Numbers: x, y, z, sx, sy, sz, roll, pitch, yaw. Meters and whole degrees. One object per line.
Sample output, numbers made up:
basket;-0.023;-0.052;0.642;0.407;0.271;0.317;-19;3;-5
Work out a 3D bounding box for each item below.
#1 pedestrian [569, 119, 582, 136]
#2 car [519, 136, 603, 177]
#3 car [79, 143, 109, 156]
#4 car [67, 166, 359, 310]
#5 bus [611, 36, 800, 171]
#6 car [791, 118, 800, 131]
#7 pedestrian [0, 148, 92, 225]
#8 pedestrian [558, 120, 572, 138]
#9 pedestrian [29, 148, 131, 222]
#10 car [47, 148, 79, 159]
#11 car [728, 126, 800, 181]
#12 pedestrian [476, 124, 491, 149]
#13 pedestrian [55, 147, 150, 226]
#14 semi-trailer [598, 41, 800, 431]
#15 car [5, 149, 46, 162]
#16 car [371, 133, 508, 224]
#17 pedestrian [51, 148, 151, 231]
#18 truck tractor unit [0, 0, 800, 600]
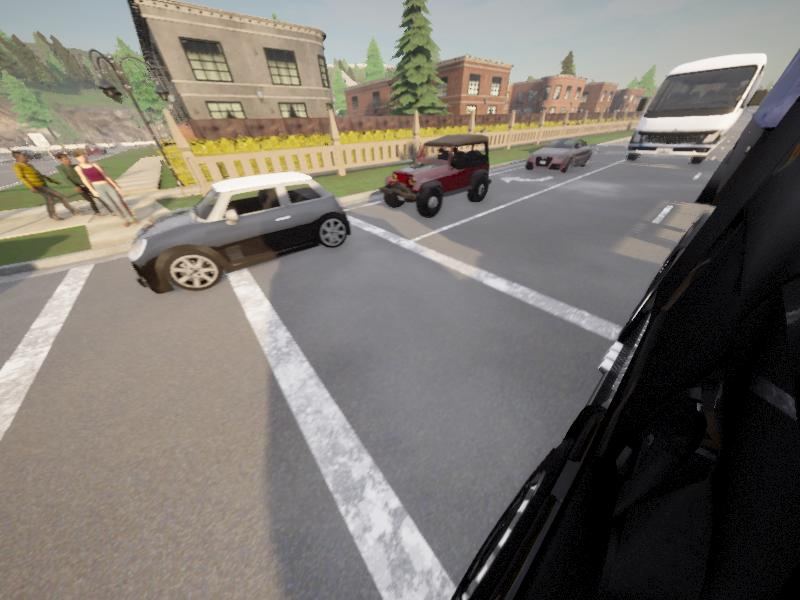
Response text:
pedestrian;25.096;-24.598;32.987;0.751;1.860;0.751;-29;44;-31
car;8.569;-7.745;12.280;4.181;1.385;1.994;-28;44;-30
car;-55.596;-27.453;42.109;2.097;1.767;4.553;-28;43;-29
car;-3.114;-1.631;4.773;3.806;1.475;1.970;-27;43;-29
bus;17.270;-10.721;13.304;10.273;4.253;3.944;-28;44;-30
car;49.205;-21.197;27.590;3.806;1.475;1.970;-28;44;-30
pedestrian;-10.550;-3.330;6.810;0.751;1.860;0.751;-21;41;-22
pedestrian;21.309;-22.081;29.871;0.751;1.860;0.751;-28;44;-30
pedestrian;-9.467;-3.434;6.950;0.751;1.860;0.751;9;38;15
car;-56.728;-24.745;38.977;1.895;1.301;4.718;-28;43;-29
car;16.534;-6.358;9.826;4.902;1.511;2.128;-26;43;-28
pedestrian;7.901;-15.477;21.907;0.751;1.860;0.751;-28;44;-30
pedestrian;-8.399;-3.230;6.613;0.751;1.860;0.751;21;43;28
semi-trailer;8.680;-3.619;4.243;14.254;4.402;2.717;-28;44;-30
car;-58.354;-22.648;36.122;1.837;1.490;4.892;-28;43;-29
car;1.316;-4.103;7.440;3.866;1.878;1.905;-29;44;-29
pedestrian;-7.878;-2.935;6.189;0.751;1.860;0.751;25;45;32
truck tractor unit;2.645;-0.295;0.351;6.516;4.208;3.053;-28;44;-30
